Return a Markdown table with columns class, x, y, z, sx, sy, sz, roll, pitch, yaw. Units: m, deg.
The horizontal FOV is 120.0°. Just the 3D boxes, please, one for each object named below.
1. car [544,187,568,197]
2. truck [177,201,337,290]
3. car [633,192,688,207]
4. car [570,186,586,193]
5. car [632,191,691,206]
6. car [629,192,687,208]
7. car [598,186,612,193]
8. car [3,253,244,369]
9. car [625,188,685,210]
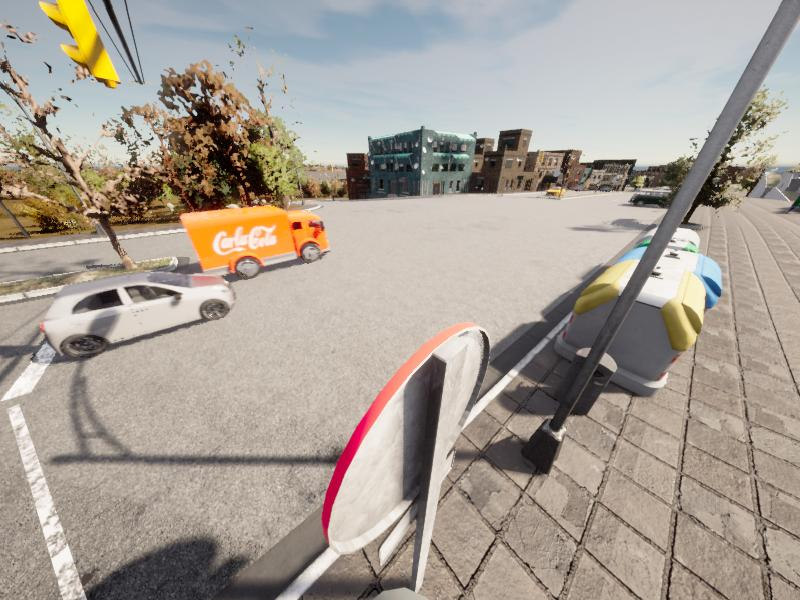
| class | x | y | z | sx | sy | sz | roll | pitch | yaw |
| --- | --- | --- | --- | --- | --- | --- | --- | --- | --- |
| car | 29.044 | -20.186 | 42.979 | 5.008 | 1.535 | 1.882 | -21 | 36 | -35 |
| truck | -6.003 | -2.766 | 10.390 | 5.204 | 2.467 | 2.627 | -23 | 37 | -35 |
| car | 36.754 | -14.328 | 32.812 | 4.674 | 1.452 | 2.002 | 17 | 33 | 25 |
| car | 45.177 | -28.112 | 58.581 | 4.181 | 1.385 | 1.994 | -21 | 36 | -35 |
| car | 38.872 | -15.281 | 34.580 | 5.366 | 1.575 | 1.946 | 17 | 33 | 25 |
| car | 34.472 | -13.468 | 31.109 | 4.674 | 1.452 | 2.002 | 17 | 32 | 25 |
| car | 56.306 | -30.429 | 63.510 | 4.193 | 1.474 | 1.816 | -20 | 36 | -35 |
| car | -6.866 | -0.011 | 6.461 | 3.633 | 1.501 | 1.845 | -22 | 37 | -34 |
| car | 32.099 | -12.864 | 29.311 | 4.442 | 1.987 | 1.878 | 17 | 33 | 25 |
